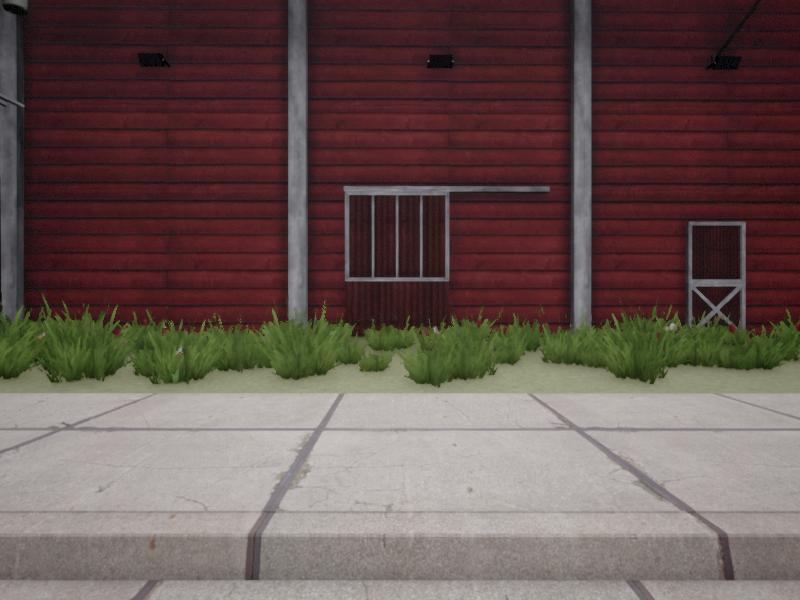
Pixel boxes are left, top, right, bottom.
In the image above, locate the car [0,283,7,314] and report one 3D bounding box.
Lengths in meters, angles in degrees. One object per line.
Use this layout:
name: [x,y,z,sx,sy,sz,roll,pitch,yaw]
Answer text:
car: [-27.485,-0.066,24.122,2.150,2.045,5.566,0,0,-1]
